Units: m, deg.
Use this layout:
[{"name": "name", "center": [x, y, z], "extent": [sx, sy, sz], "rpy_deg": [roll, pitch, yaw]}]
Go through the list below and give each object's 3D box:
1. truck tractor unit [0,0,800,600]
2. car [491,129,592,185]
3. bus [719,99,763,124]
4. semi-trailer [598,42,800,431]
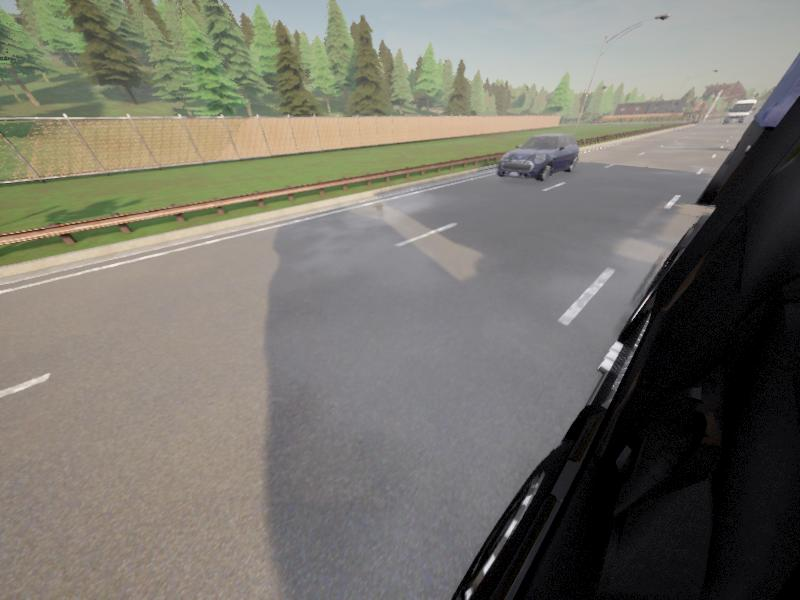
[{"name": "truck tractor unit", "center": [2.645, -0.295, 0.351], "extent": [6.516, 4.208, 3.053], "rpy_deg": [-28, 44, -30]}, {"name": "car", "center": [6.755, -6.980, 11.037], "extent": [4.553, 1.767, 2.097], "rpy_deg": [-28, 44, -30]}, {"name": "bus", "center": [80.055, -44.139, 54.280], "extent": [10.273, 4.253, 3.944], "rpy_deg": [-28, 44, -30]}, {"name": "semi-trailer", "center": [8.698, -3.597, 4.239], "extent": [14.254, 4.402, 2.717], "rpy_deg": [-28, 44, -30]}]
